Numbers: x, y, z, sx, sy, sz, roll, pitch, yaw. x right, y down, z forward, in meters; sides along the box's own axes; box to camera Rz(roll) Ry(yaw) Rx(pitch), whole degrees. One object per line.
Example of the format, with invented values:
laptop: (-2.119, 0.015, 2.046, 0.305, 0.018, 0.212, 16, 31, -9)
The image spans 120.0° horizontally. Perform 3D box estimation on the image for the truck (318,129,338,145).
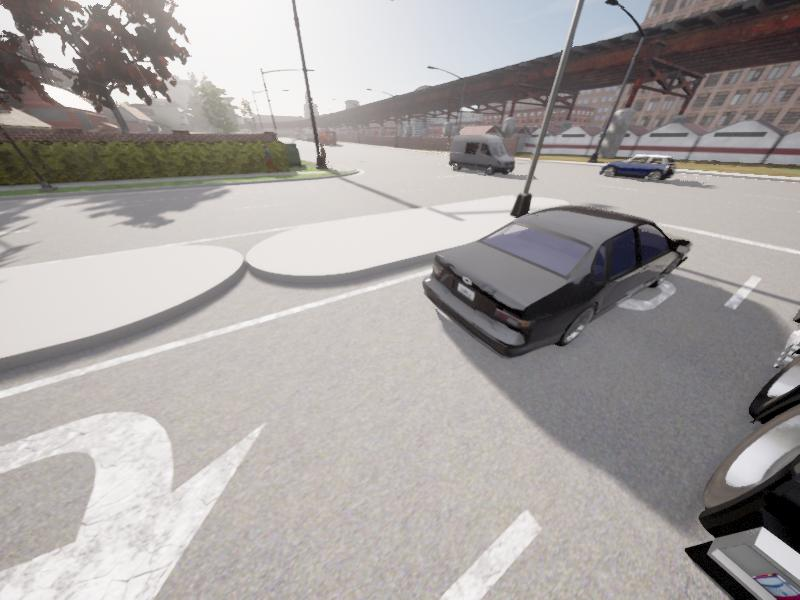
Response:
truck: (-21.859, -49.225, 69.757, 2.891, 3.827, 8.468, -18, 40, -24)

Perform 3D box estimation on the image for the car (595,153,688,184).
car: (16.607, -9.252, 16.118, 1.970, 1.475, 3.806, -18, 39, -24)

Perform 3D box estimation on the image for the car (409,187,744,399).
car: (2.988, -0.776, 3.915, 5.357, 1.411, 2.033, -18, 39, -24)

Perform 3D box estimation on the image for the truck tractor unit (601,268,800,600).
truck tractor unit: (5.114, -0.298, 0.770, 6.516, 4.208, 3.053, -18, 39, -24)

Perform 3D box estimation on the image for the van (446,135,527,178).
van: (6.551, -11.689, 18.612, 1.988, 2.561, 5.915, -18, 39, -24)

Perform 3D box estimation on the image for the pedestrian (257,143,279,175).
pedestrian: (-9.216, -9.844, 16.127, 0.751, 1.860, 0.751, -20, 40, -26)

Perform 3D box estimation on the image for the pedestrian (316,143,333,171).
pedestrian: (-5.932, -11.244, 18.163, 0.751, 1.860, 0.751, -26, 43, -33)
